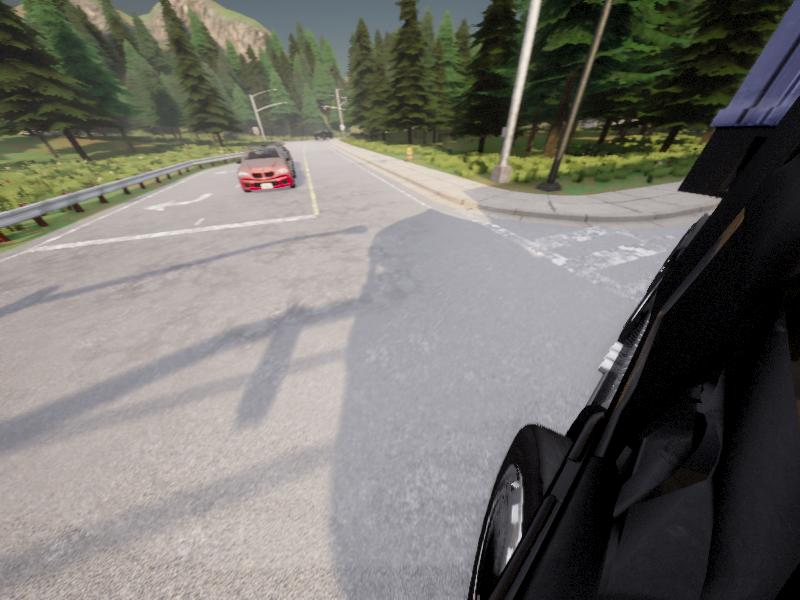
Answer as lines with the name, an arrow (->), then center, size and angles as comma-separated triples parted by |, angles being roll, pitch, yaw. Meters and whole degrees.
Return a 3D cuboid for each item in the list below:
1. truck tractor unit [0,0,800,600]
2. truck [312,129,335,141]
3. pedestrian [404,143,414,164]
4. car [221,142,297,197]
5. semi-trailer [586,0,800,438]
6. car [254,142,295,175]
truck tractor unit -> 2.645, -0.295, 0.351 | 6.516, 4.208, 3.053 | -28, 44, -30
truck -> -18.732, -40.874, 57.159 | 2.390, 2.098, 6.274 | 6, 38, 11
pedestrian -> 0.588, -9.571, 15.058 | 0.500, 1.100, 0.500 | -11, 38, -11
car -> -6.486, -6.574, 11.309 | 2.242, 1.667, 4.611 | -13, 38, -14
semi-trailer -> 9.659, -2.666, 2.948 | 14.254, 4.402, 2.717 | -15, 39, -16
car -> -8.520, -9.901, 16.002 | 1.816, 1.474, 4.193 | -14, 38, -14
